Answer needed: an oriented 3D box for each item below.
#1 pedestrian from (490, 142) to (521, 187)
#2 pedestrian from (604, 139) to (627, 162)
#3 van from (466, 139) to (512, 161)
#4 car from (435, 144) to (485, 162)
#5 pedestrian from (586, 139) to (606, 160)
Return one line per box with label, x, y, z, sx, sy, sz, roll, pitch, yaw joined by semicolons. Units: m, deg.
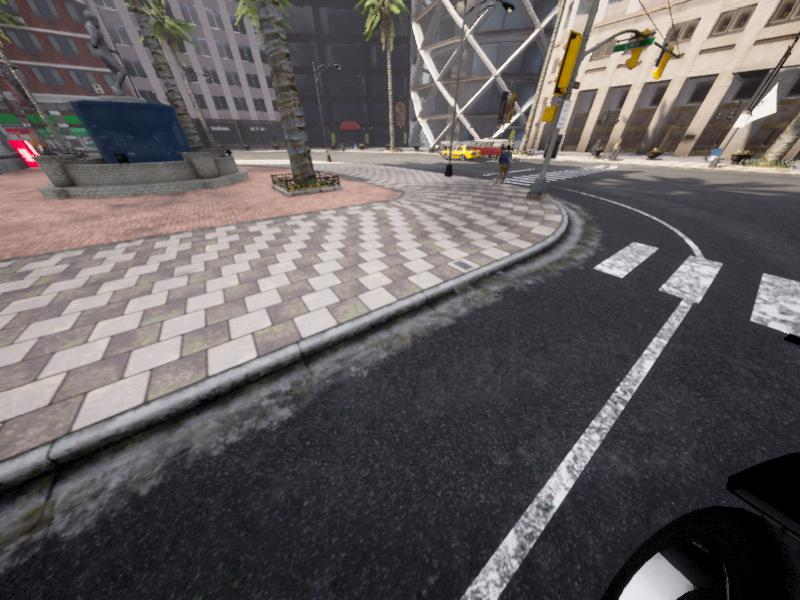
pedestrian;5.234;-6.779;11.564;0.751;1.860;0.751;30;45;35
pedestrian;21.111;-14.699;22.680;0.751;1.860;0.751;-15;38;-20
van;10.391;-17.718;27.240;1.775;1.987;4.442;-27;43;-32
car;6.682;-16.963;26.547;1.801;1.575;5.366;-28;43;-33
pedestrian;21.072;-16.251;24.881;0.751;1.860;0.751;-6;36;-8
